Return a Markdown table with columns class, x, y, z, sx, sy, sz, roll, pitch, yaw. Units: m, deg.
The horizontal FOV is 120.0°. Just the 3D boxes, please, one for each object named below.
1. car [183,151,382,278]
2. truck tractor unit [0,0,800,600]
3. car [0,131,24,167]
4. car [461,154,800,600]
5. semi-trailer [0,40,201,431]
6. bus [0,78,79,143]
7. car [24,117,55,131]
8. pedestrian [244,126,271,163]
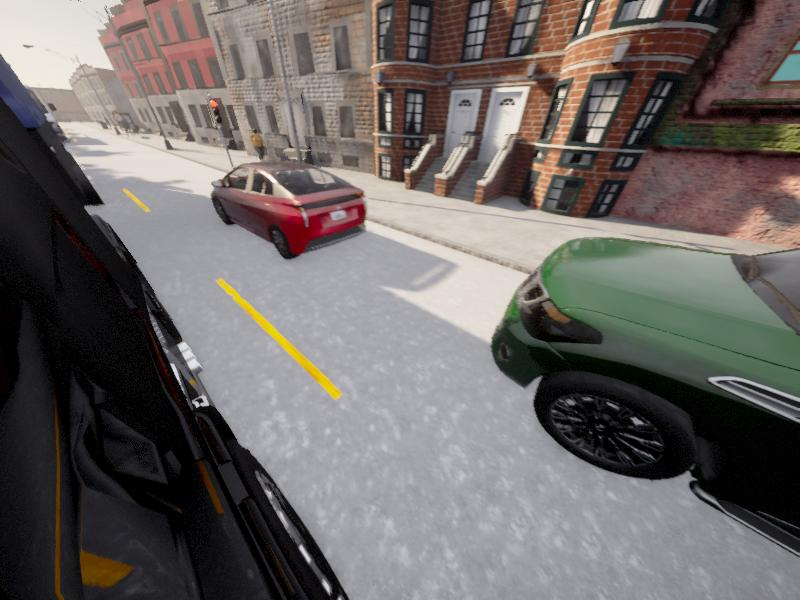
| class | x | y | z | sx | sy | sz | roll | pitch | yaw |
| --- | --- | --- | --- | --- | --- | --- | --- | --- | --- |
| car | -2.769 | -2.360 | 5.406 | 4.514 | 1.525 | 2.007 | 28 | 43 | 30 |
| truck tractor unit | -2.645 | -0.295 | 0.351 | 6.516 | 4.208 | 3.053 | 28 | 44 | 30 |
| car | -21.458 | -6.818 | 10.109 | 4.611 | 1.667 | 2.242 | -19 | 42 | -27 |
| car | 3.522 | 0.757 | 1.166 | 5.566 | 2.045 | 2.150 | 28 | 43 | 30 |
| semi-trailer | -8.701 | -3.587 | 4.249 | 14.254 | 4.402 | 2.717 | 28 | 43 | 30 |
| bus | -35.555 | -17.847 | 21.915 | 10.273 | 4.253 | 3.944 | 28 | 43 | 30 |
| car | -56.519 | -27.661 | 36.272 | 5.238 | 1.638 | 1.930 | 28 | 43 | 30 |
| pedestrian | -8.787 | -9.600 | 14.292 | 0.751 | 1.860 | 0.751 | 29 | 44 | 31 |
